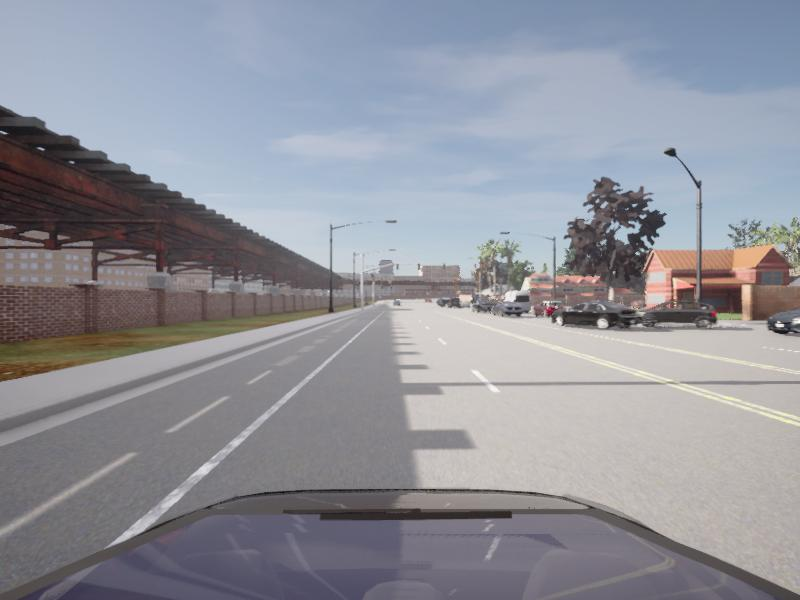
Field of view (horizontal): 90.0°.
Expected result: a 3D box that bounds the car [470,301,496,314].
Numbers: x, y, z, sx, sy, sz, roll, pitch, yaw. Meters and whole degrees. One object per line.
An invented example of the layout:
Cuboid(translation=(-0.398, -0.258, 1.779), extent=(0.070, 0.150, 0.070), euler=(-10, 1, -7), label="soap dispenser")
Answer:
Cuboid(translation=(10.120, 0.825, 49.250), extent=(2.128, 1.511, 4.902), euler=(0, 0, 0), label="car")

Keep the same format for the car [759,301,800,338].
Cuboid(translation=(18.930, 0.825, 17.547), extent=(4.514, 1.525, 2.007), euler=(0, 0, 1), label="car")

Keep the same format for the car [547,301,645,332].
Cuboid(translation=(10.861, 0.841, 22.616), extent=(1.837, 1.490, 4.892), euler=(-1, 1, -25), label="car")

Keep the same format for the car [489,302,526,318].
Cuboid(translation=(10.168, 0.886, 38.291), extent=(2.033, 1.411, 5.357), euler=(0, 0, 0), label="car")

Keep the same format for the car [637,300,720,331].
Cuboid(translation=(15.511, 0.811, 22.543), extent=(3.705, 1.549, 1.789), euler=(0, 1, 32), label="car")

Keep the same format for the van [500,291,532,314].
Cuboid(translation=(13.624, 0.312, 47.300), extent=(1.988, 2.561, 5.915), euler=(0, 0, 0), label="van")

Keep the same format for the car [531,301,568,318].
Cuboid(translation=(13.737, 0.845, 36.909), extent=(1.970, 1.475, 3.806), euler=(0, 0, -1), label="car")
